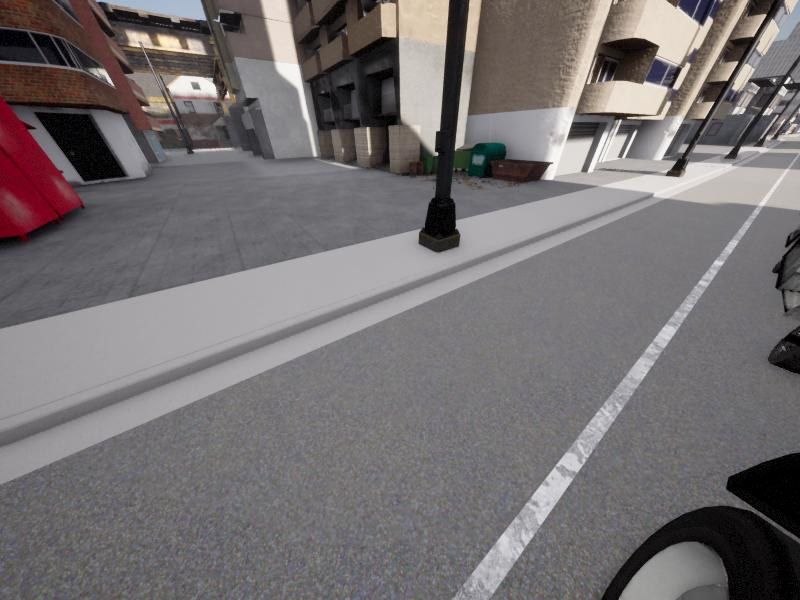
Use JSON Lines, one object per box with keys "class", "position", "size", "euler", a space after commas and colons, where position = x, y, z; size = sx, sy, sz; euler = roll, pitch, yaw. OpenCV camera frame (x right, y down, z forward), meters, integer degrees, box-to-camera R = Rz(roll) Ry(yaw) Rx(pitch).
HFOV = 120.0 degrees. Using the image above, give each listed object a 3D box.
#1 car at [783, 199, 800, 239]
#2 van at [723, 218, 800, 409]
{"class": "car", "position": [13.143, -2.684, 6.324], "size": [4.902, 1.511, 2.128], "euler": [-22, 40, -27]}
{"class": "van", "position": [7.035, -0.623, 2.656], "size": [6.366, 2.431, 2.351], "euler": [-22, 40, -28]}
